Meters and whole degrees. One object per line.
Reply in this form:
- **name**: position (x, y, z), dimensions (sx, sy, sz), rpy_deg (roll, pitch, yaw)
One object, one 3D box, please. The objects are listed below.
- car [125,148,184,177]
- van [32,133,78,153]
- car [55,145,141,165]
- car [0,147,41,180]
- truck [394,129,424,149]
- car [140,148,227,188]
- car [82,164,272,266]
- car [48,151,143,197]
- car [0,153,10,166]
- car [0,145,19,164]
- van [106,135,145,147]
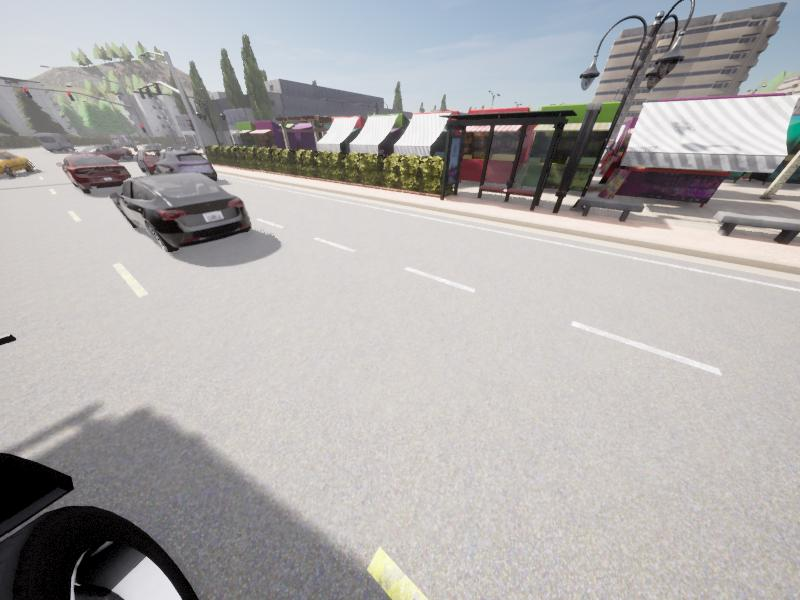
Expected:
- **car**: position (-17.700, -10.006, 16.664), dimensions (3.633, 1.501, 1.845), rpy_deg (25, 42, 31)
- **van**: position (-57.027, -26.139, 38.378), dimensions (1.988, 2.561, 5.915), rpy_deg (-23, 41, -29)
- **car**: position (-30.285, -14.816, 23.447), dimensions (2.163, 1.488, 4.792), rpy_deg (5, 35, 7)
- **car**: position (-26.590, -8.982, 15.105), dimensions (1.801, 1.575, 5.366), rpy_deg (-24, 42, -31)
- **truck**: position (2.298, -39.687, 56.919), dimensions (2.891, 3.827, 8.468), rpy_deg (23, 41, 29)
- **car**: position (-12.863, -7.966, 13.716), dimensions (4.856, 1.649, 2.033), rpy_deg (23, 41, 28)
- **car**: position (-6.098, -2.633, 6.323), dimensions (4.792, 1.488, 2.163), rpy_deg (22, 41, 28)
- **car**: position (-15.544, -6.563, 11.787), dimensions (5.008, 1.535, 1.882), rpy_deg (23, 41, 28)
- **car**: position (-37.581, -11.826, 19.068), dimensions (1.801, 1.575, 5.366), rpy_deg (24, 41, 29)
- **car**: position (-39.850, -13.385, 21.385), dimensions (1.812, 1.442, 4.674), rpy_deg (23, 41, 29)
- **van**: position (-67.833, -39.431, 57.291), dimensions (2.351, 2.431, 6.366), rpy_deg (-4, 35, -6)
